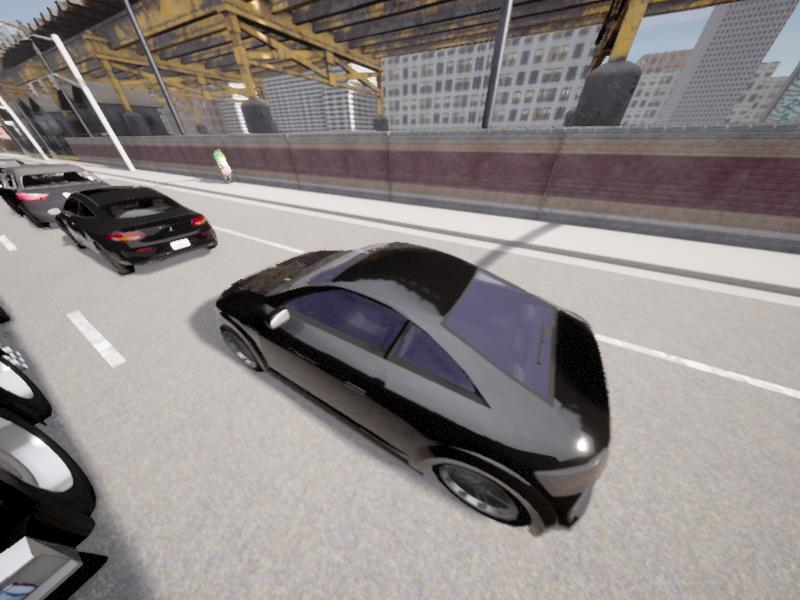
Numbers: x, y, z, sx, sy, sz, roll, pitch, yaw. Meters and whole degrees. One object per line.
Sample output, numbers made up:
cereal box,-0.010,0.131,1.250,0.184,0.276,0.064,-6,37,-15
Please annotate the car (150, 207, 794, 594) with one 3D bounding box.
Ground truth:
car,-0.240,0.144,2.592,4.181,1.385,1.994,18,39,24

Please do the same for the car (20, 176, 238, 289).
car,-6.418,-1.907,5.508,4.674,1.442,1.812,18,39,24

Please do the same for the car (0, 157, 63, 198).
car,-21.081,-6.728,12.457,4.902,1.511,2.128,18,39,24

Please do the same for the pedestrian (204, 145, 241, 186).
pedestrian,-9.709,-7.382,12.710,0.751,1.860,0.751,11,36,15

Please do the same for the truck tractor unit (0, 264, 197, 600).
truck tractor unit,-5.118,-0.290,0.790,6.516,4.208,3.053,18,39,24

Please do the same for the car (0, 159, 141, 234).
car,-12.058,-3.845,8.127,4.611,1.667,2.242,18,39,24
